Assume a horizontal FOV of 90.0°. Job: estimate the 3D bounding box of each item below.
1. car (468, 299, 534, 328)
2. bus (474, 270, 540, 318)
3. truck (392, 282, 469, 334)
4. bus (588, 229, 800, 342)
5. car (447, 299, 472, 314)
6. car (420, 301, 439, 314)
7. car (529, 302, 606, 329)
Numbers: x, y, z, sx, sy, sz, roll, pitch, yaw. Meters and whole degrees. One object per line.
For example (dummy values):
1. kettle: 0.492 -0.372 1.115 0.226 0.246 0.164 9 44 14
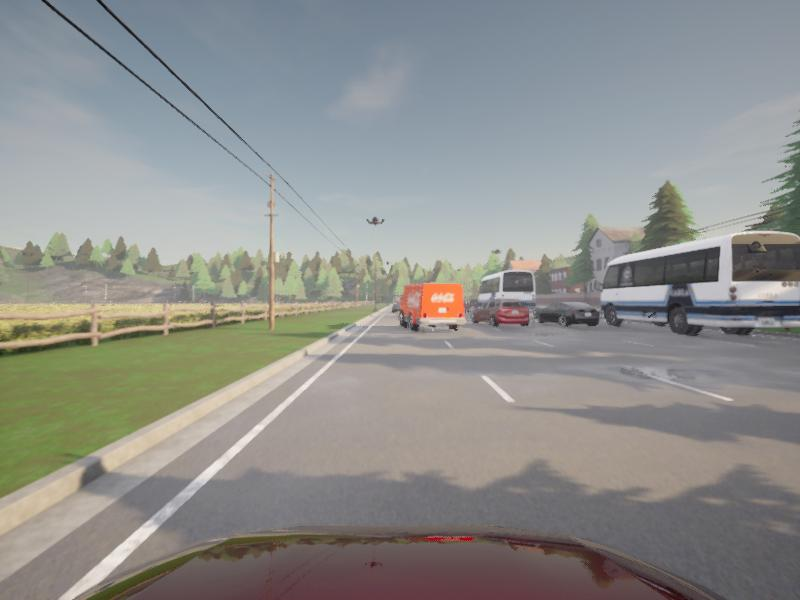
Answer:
1. car: 6.152 0.766 25.027 2.242 1.667 4.611 0 0 -12
2. bus: 10.375 -0.519 40.486 3.944 4.253 10.273 0 0 0
3. truck: 1.444 0.373 21.857 2.627 2.467 5.204 0 0 -15
4. bus: 13.877 -0.528 20.159 3.944 4.253 10.273 0 0 0
5. car: 6.995 0.776 47.598 2.242 1.667 4.611 0 0 0
6. car: 3.496 0.874 48.248 1.970 1.475 3.806 0 0 0
7. car: 10.086 0.862 24.576 2.163 1.488 4.792 0 0 -9
